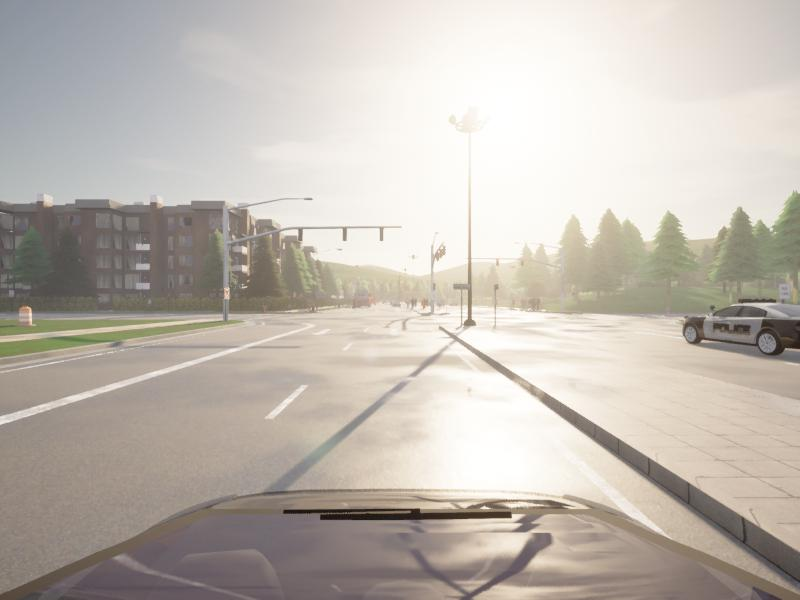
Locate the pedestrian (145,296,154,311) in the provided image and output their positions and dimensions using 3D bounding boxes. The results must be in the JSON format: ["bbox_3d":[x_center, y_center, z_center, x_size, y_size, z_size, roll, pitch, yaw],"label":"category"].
[{"bbox_3d":[-31.415,0.485,50.171,0.751,1.860,0.751,0,0,8],"label":"pedestrian"}]

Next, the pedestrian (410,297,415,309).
[{"bbox_3d":[1.985,0.487,61.506,0.751,1.860,0.751,0,0,-1],"label":"pedestrian"}]

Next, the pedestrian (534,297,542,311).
[{"bbox_3d":[18.624,0.473,53.936,0.751,1.860,0.751,0,0,-37],"label":"pedestrian"}]

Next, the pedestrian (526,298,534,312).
[{"bbox_3d":[17.217,0.637,53.057,0.751,1.860,0.751,0,0,-8],"label":"pedestrian"}]

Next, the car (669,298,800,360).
[{"bbox_3d":[11.476,0.771,13.033,1.930,1.638,5.238,0,0,0],"label":"car"}]

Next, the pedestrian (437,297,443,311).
[{"bbox_3d":[5.417,0.485,54.038,0.751,1.860,0.751,0,0,-8],"label":"pedestrian"}]

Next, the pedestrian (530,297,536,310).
[{"bbox_3d":[18.078,0.473,54.408,0.751,1.860,0.751,0,0,15],"label":"pedestrian"}]

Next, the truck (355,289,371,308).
[{"bbox_3d":[-7.651,-0.325,83.649,2.891,3.827,8.468,0,0,-1],"label":"truck"}]

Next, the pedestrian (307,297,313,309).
[{"bbox_3d":[-13.865,0.485,61.480,0.751,1.860,0.751,0,0,0],"label":"pedestrian"}]
